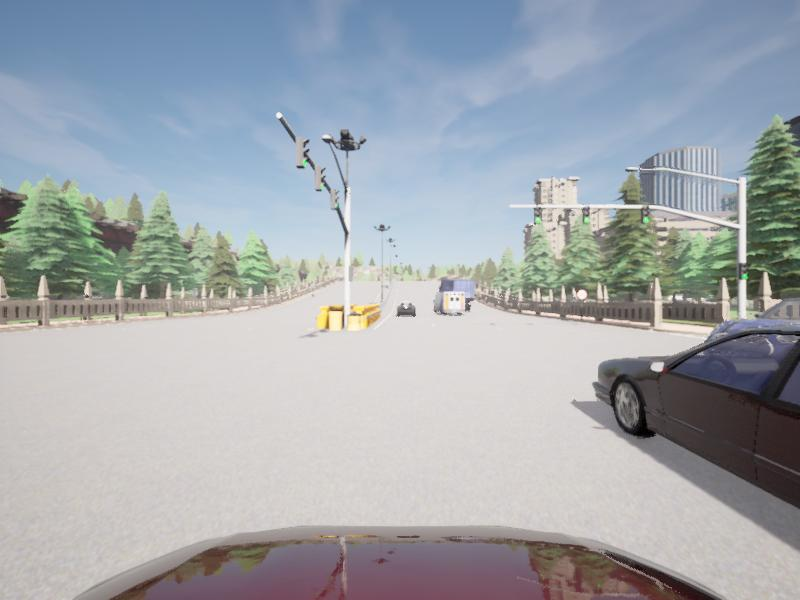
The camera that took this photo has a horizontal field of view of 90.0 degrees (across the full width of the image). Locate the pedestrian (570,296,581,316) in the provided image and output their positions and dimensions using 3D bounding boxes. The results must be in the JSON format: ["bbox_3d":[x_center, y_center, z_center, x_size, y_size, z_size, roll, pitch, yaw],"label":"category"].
[{"bbox_3d":[16.009,0.525,36.540,0.751,1.860,0.751,0,0,3],"label":"pedestrian"}]

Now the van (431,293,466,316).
[{"bbox_3d":[5.324,0.415,44.701,2.351,2.431,6.366,0,0,-7],"label":"van"}]

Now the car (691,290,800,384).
[{"bbox_3d":[9.436,0.705,8.961,4.553,1.767,2.097,0,0,-9],"label":"car"}]

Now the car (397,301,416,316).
[{"bbox_3d":[0.661,0.898,42.404,1.970,1.475,3.806,0,0,1],"label":"car"}]

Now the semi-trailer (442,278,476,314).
[{"bbox_3d":[7.837,-0.919,55.671,2.717,4.402,14.254,0,3,0],"label":"semi-trailer"}]

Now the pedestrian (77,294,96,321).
[{"bbox_3d":[-21.812,0.513,27.855,0.751,1.860,0.751,0,0,1],"label":"pedestrian"}]

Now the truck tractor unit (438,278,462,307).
[{"bbox_3d":[7.895,-1.312,63.555,3.053,4.208,6.516,0,5,1],"label":"truck tractor unit"}]

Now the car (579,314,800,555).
[{"bbox_3d":[3.540,0.899,3.051,2.033,1.411,5.357,0,0,1],"label":"car"}]
